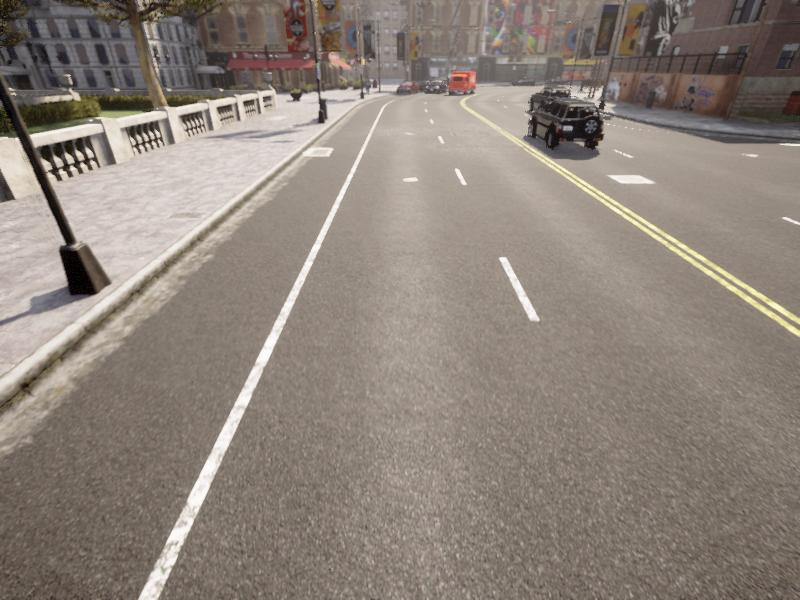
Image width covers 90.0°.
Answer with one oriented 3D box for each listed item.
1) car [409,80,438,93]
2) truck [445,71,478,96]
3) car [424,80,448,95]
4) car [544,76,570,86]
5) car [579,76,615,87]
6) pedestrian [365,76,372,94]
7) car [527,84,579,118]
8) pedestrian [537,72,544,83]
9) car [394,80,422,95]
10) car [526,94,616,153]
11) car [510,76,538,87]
[{"bbox_3d":[3.246,-29.158,54.578,1.895,1.301,4.718,16,34,26],"label":"car"},{"bbox_3d":[7.492,-26.240,48.432,2.627,2.467,5.204,11,32,19],"label":"truck"},{"bbox_3d":[4.557,-26.799,50.459,1.970,1.475,3.806,11,32,19],"label":"car"},{"bbox_3d":[28.287,-39.474,72.141,3.806,1.475,1.970,-12,32,-20],"label":"car"},{"bbox_3d":[33.128,-36.739,67.218,5.238,1.638,1.930,-10,32,-16],"label":"car"},{"bbox_3d":[-3.757,-25.390,47.235,0.751,1.860,0.751,-1,30,-2],"label":"pedestrian"},{"bbox_3d":[10.789,-14.327,28.648,1.932,1.855,4.605,0,30,1],"label":"car"},{"bbox_3d":[27.236,-43.119,77.560,0.751,1.860,0.751,-14,33,-23],"label":"pedestrian"},{"bbox_3d":[1.048,-26.551,49.972,2.002,1.452,4.674,10,32,17],"label":"car"},{"bbox_3d":[7.221,-7.859,17.584,1.932,1.855,4.605,0,30,1],"label":"car"},{"bbox_3d":[21.358,-37.581,68.840,4.514,1.525,2.007,-19,35,-29],"label":"car"}]
